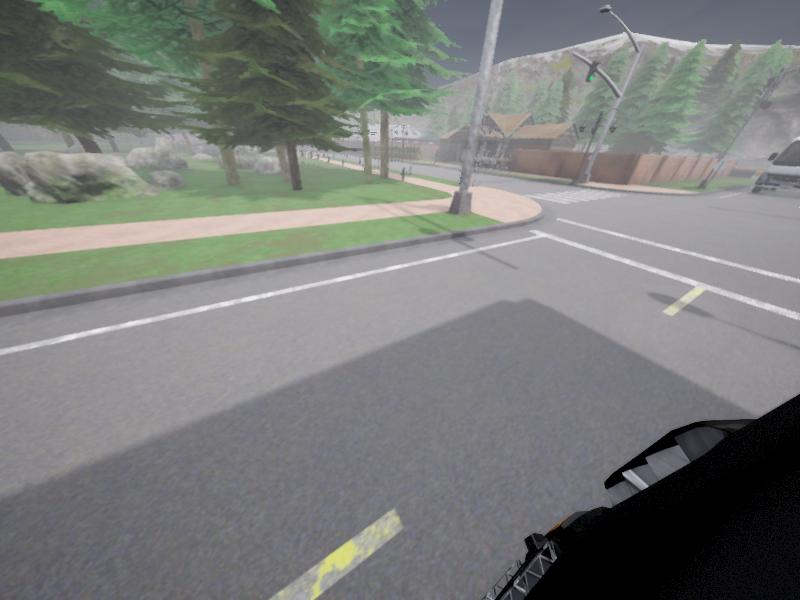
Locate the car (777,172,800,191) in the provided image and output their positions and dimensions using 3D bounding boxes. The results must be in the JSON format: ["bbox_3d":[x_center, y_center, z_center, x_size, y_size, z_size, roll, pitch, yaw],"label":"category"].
[{"bbox_3d":[42.177,-12.354,24.066,4.902,1.511,2.128,-16,38,-26],"label":"car"}]

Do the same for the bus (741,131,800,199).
[{"bbox_3d":[34.477,-11.183,19.291,10.273,4.253,3.944,-16,38,-26],"label":"bus"}]

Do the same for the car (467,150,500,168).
[{"bbox_3d":[11.352,-19.172,31.444,3.866,1.878,1.905,-17,38,-27],"label":"car"}]

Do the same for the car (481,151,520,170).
[{"bbox_3d":[12.990,-18.037,29.862,4.605,1.855,1.932,-17,38,-27],"label":"car"}]

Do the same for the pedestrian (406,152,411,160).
[{"bbox_3d":[1.465,-24.243,38.949,0.500,1.100,0.500,-22,41,-32],"label":"pedestrian"}]

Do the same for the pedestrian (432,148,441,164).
[{"bbox_3d":[5.138,-20.271,32.586,0.751,1.860,0.751,-19,39,-29],"label":"pedestrian"}]
